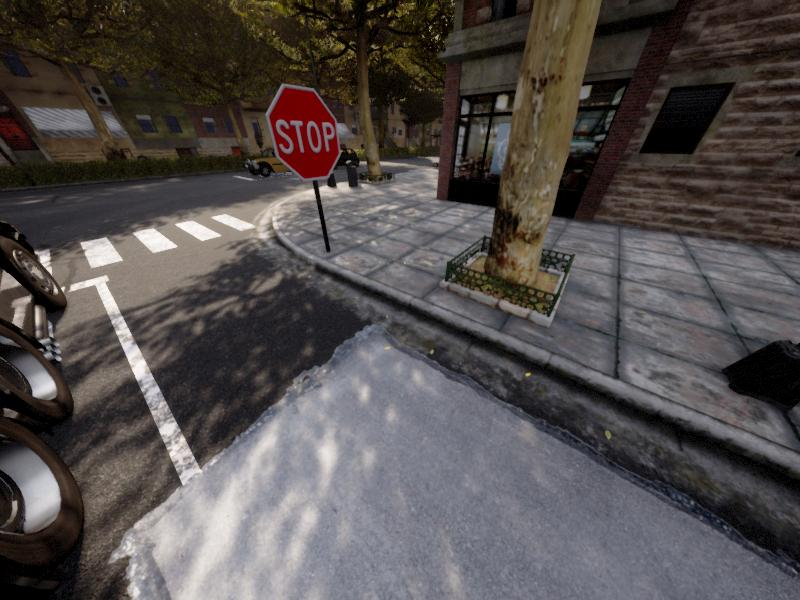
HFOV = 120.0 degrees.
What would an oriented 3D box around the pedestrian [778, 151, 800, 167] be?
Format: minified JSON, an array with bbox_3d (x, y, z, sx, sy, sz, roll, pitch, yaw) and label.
[{"bbox_3d":[33.464,-12.092,19.828,0.500,1.100,0.500,23,41,30],"label":"pedestrian"}]

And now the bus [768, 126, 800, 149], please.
[{"bbox_3d":[93.067,-37.851,53.899,3.944,4.253,10.273,24,42,31],"label":"bus"}]

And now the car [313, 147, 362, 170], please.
[{"bbox_3d":[-5.840,-13.558,22.096,1.851,1.617,3.988,24,42,31],"label":"car"}]

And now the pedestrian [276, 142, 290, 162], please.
[{"bbox_3d":[-13.741,-17.379,27.111,0.751,1.860,0.751,24,41,30],"label":"pedestrian"}]

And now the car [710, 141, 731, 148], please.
[{"bbox_3d":[84.598,-41.009,60.996,2.033,1.411,5.357,24,42,31],"label":"car"}]

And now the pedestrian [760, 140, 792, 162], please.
[{"bbox_3d":[38.770,-15.369,23.825,0.751,1.860,0.751,22,41,29],"label":"pedestrian"}]

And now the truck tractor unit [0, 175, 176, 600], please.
[{"bbox_3d":[-4.951,-0.436,0.973,6.516,4.208,3.053,25,42,31],"label":"truck tractor unit"}]

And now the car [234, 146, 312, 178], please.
[{"bbox_3d":[-9.641,-10.863,18.020,1.932,1.855,4.605,24,41,30],"label":"car"}]

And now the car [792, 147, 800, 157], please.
[{"bbox_3d":[55.461,-19.788,30.642,2.007,1.525,4.514,25,42,31],"label":"car"}]

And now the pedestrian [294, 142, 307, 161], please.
[{"bbox_3d":[-12.153,-18.097,28.130,0.751,1.860,0.751,13,37,19],"label":"pedestrian"}]

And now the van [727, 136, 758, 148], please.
[{"bbox_3d":[87.628,-40.412,59.212,2.351,2.431,6.366,24,42,31],"label":"van"}]
